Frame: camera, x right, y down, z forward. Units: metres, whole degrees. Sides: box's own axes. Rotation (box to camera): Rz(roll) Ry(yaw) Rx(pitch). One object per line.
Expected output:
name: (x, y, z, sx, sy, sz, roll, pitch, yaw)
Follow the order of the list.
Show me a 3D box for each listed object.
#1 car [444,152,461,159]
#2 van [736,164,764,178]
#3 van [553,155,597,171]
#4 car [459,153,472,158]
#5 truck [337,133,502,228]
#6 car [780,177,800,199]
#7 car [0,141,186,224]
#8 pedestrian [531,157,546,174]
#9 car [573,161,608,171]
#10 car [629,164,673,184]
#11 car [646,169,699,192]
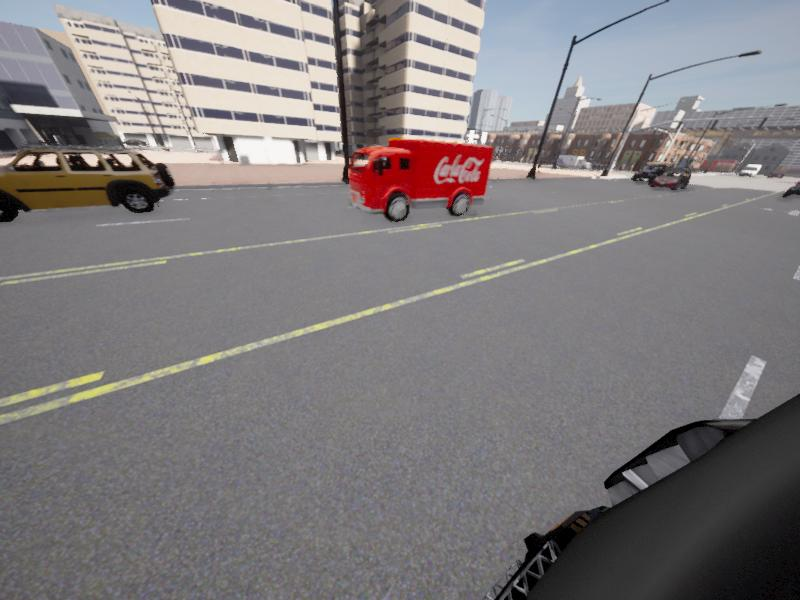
car: (16.686, -46.049, 73.719, 1.930, 1.638, 5.238, -16, 38, -26)
van: (80.513, -29.683, 53.179, 5.915, 2.561, 1.988, -16, 38, -27)
van: (35.553, -28.080, 47.248, 2.351, 2.431, 6.366, -16, 38, -26)
car: (26.575, -58.830, 94.028, 4.892, 1.490, 1.837, -15, 37, -25)
truck: (0.710, -4.585, 8.785, 5.204, 2.467, 2.627, -16, 38, -27)
car: (36.564, -10.018, 20.669, 3.988, 1.617, 1.851, -16, 38, -26)
car: (-10.043, -3.697, 7.099, 4.605, 1.855, 1.932, -19, 39, -29)
pedestrian: (18.315, -17.828, 30.571, 0.751, 1.860, 0.751, -6, 34, -13)
car: (39.392, -27.747, 47.883, 2.128, 1.511, 4.902, -16, 38, -26)
car: (29.262, -14.737, 26.984, 3.866, 1.878, 1.905, -16, 38, -26)
car: (25.605, -11.282, 21.711, 3.988, 1.617, 1.851, -15, 38, -26)
